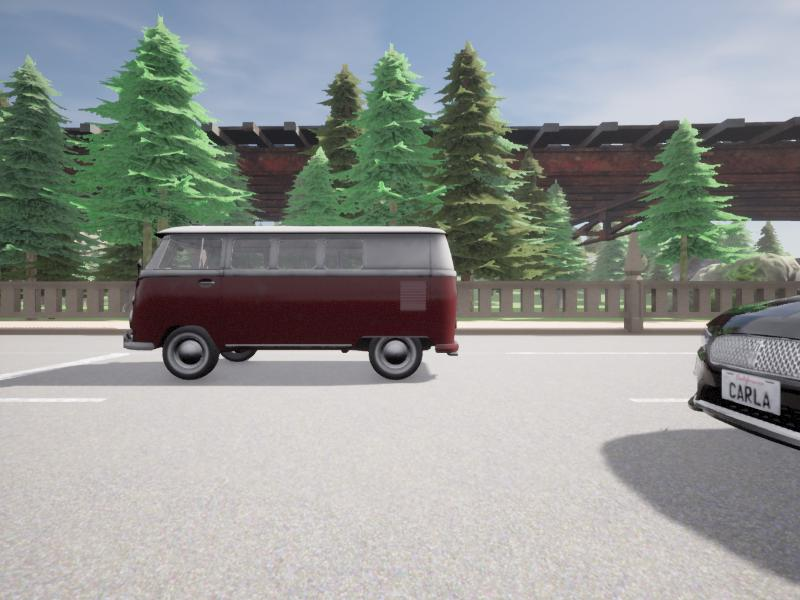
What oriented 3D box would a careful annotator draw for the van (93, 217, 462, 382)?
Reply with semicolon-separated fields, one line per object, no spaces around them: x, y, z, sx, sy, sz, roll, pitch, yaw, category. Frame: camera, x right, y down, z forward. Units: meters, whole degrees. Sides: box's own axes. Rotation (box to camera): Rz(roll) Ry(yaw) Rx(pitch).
-1.470;-0.002;5.700;4.442;1.987;1.775;0;0;0;van

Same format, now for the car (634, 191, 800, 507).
4.363;0.237;2.200;4.902;1.511;2.128;0;0;0;car
